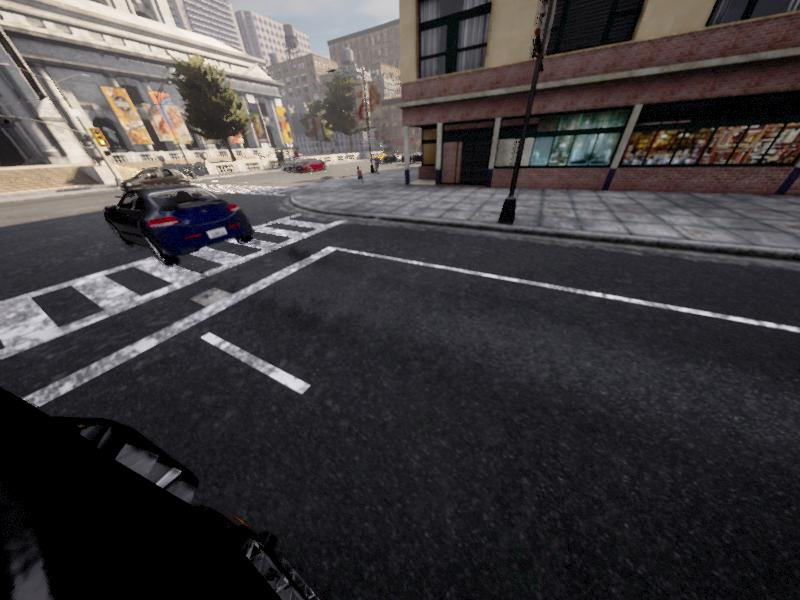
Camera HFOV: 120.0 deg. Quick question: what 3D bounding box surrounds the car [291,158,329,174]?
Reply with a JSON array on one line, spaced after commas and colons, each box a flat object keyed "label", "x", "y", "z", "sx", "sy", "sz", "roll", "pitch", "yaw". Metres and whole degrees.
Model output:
[{"label": "car", "x": -11.327, "y": -17.097, "z": 29.389, "sx": 1.994, "sy": 1.385, "sz": 4.181, "roll": 14, "pitch": 37, "yaw": 24}]

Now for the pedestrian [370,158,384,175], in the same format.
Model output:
[{"label": "pedestrian", "x": -2.027, "y": -11.863, "z": 20.509, "sx": 0.751, "sy": 1.300, "sz": 0.751, "roll": 23, "pitch": 42, "yaw": 34}]

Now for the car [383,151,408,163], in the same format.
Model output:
[{"label": "car", "x": -0.732, "y": -24.386, "z": 39.397, "sx": 2.038, "sy": 1.542, "sz": 4.974, "roll": 15, "pitch": 37, "yaw": 24}]

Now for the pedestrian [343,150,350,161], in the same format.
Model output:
[{"label": "pedestrian", "x": -11.031, "y": -29.900, "z": 47.903, "sx": 0.751, "sy": 1.860, "sz": 0.751, "roll": 23, "pitch": 42, "yaw": 34}]

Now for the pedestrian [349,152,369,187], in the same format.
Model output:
[{"label": "pedestrian", "x": -2.589, "y": -8.233, "z": 14.573, "sx": 0.751, "sy": 1.860, "sz": 0.751, "roll": -23, "pitch": 39, "yaw": -28}]

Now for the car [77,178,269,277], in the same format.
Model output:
[{"label": "car", "x": -6.501, "y": -2.404, "z": 6.631, "sx": 5.027, "sy": 1.651, "sz": 2.152, "roll": 17, "pitch": 39, "yaw": 28}]

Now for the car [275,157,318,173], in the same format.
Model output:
[{"label": "car", "x": -13.974, "y": -18.413, "z": 31.455, "sx": 2.128, "sy": 1.511, "sz": 4.902, "roll": 15, "pitch": 37, "yaw": 24}]

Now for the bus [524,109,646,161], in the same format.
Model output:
[{"label": "bus", "x": 21.620, "y": -19.845, "z": 28.327, "sx": 10.273, "sy": 4.253, "sz": 3.944, "roll": 14, "pitch": 37, "yaw": 24}]

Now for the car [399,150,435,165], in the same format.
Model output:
[{"label": "car", "x": 2.580, "y": -21.074, "z": 34.161, "sx": 4.902, "sy": 1.511, "sz": 2.128, "roll": -21, "pitch": 37, "yaw": -25}]

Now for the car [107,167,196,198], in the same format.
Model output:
[{"label": "car", "x": -18.846, "y": -9.141, "z": 17.775, "sx": 1.851, "sy": 1.617, "sz": 3.988, "roll": 15, "pitch": 37, "yaw": 24}]

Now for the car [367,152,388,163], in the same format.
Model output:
[{"label": "car", "x": -3.958, "y": -26.059, "z": 42.166, "sx": 1.882, "sy": 1.535, "sz": 5.008, "roll": 8, "pitch": 35, "yaw": 16}]
